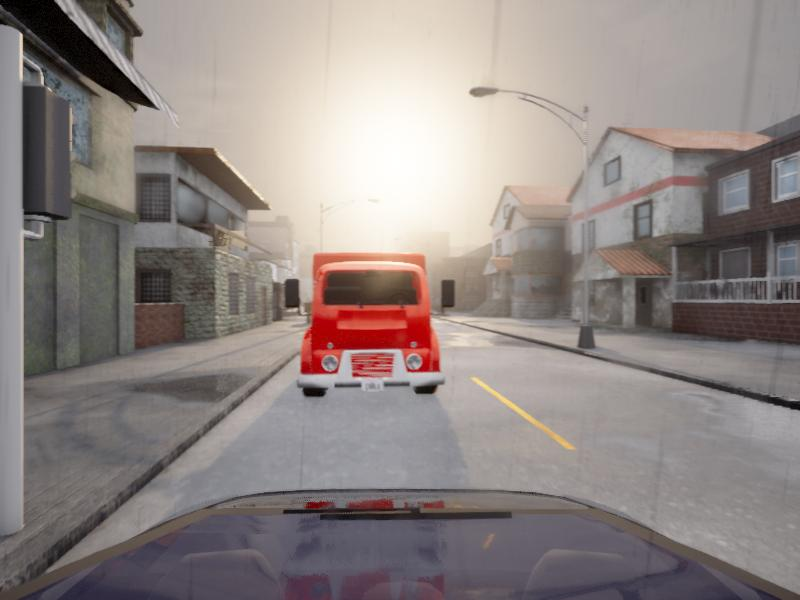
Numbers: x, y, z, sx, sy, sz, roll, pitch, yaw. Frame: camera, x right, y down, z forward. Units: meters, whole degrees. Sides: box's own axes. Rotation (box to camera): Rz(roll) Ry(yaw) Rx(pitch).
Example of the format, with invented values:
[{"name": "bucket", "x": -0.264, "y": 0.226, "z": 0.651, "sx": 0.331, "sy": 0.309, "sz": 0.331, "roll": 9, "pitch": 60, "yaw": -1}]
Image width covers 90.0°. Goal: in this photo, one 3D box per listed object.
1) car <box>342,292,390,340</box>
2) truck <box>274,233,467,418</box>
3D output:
[{"name": "car", "x": -1.536, "y": 0.625, "z": 17.789, "sx": 1.905, "sy": 1.878, "sz": 3.866, "roll": 0, "pitch": 0, "yaw": -5}, {"name": "truck", "x": -0.624, "y": 0.351, "z": 8.061, "sx": 2.627, "sy": 2.467, "sz": 5.204, "roll": 0, "pitch": 0, "yaw": -5}]
